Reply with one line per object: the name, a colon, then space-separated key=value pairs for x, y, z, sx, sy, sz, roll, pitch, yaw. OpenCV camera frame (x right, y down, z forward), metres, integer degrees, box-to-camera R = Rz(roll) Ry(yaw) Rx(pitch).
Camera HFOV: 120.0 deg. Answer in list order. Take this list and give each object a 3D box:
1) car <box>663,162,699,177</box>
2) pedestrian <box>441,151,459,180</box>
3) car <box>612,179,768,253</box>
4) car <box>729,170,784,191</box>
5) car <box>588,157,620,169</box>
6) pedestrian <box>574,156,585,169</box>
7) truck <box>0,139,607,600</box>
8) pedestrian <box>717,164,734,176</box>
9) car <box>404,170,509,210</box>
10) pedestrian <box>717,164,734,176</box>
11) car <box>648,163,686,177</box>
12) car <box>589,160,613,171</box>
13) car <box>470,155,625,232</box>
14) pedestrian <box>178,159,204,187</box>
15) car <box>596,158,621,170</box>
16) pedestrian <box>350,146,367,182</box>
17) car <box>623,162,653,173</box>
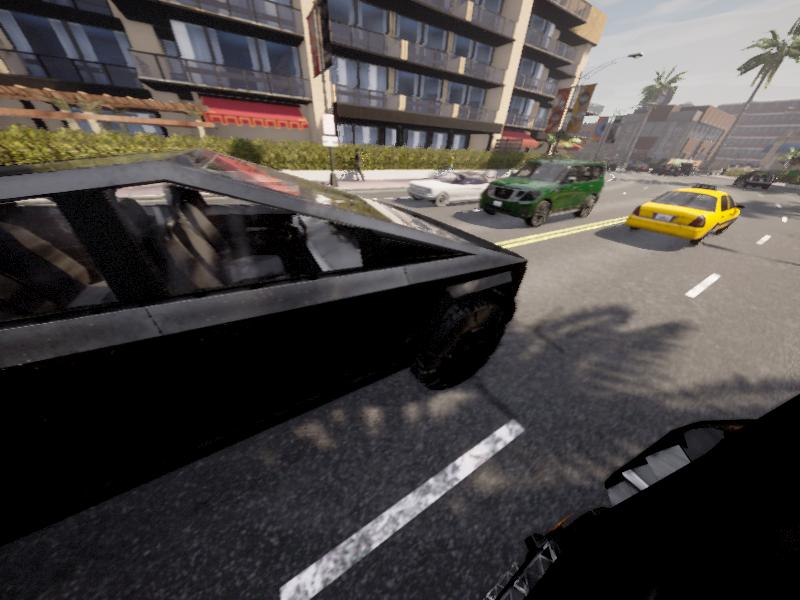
car: x=48.215 y=-22.545 z=39.792 sx=1.905 sy=1.878 sz=3.866 roll=14 pitch=35 yaw=16
pedestrian: x=3.831 y=-10.334 z=17.742 sx=0.751 sy=1.860 sz=0.751 roll=-16 pitch=38 yaw=-26
car: x=10.018 y=-3.099 z=7.942 sx=5.366 sy=1.575 sz=1.801 roll=-16 pitch=38 yaw=-26
car: x=38.464 y=-13.091 z=25.111 sx=1.851 sy=1.617 sz=3.988 roll=25 pitch=40 yaw=30
car: x=47.803 y=-32.294 z=54.245 sx=2.150 sy=2.045 sz=5.566 roll=0 pitch=34 yaw=-5
pedestrian: x=31.953 y=-24.474 z=41.131 sx=0.751 sy=1.860 sz=0.751 roll=19 pitch=37 yaw=22
truck: x=-1.766 y=0.054 z=1.832 sx=6.274 sy=2.098 sz=2.390 roll=-16 pitch=38 yaw=-26
pedestrian: x=57.998 y=-23.160 z=41.183 sx=0.751 sy=1.860 sz=0.751 roll=-5 pitch=34 yaw=-12
car: x=2.708 y=-5.395 z=11.075 sx=4.718 sy=1.301 sz=1.895 roll=-16 pitch=38 yaw=-26
pedestrian: x=58.568 y=-23.410 z=41.601 sx=0.751 sy=1.860 sz=0.751 roll=4 pitch=34 yaw=2
car: x=43.541 y=-21.321 z=37.793 sx=2.242 sy=1.667 sz=4.611 roll=16 pitch=36 yaw=18
car: x=39.858 y=-26.783 z=45.902 sx=1.970 sy=1.475 sz=3.806 roll=9 pitch=34 yaw=9
car: x=5.747 y=-4.324 z=9.028 sx=5.566 sy=2.045 sz=2.150 roll=-17 pitch=38 yaw=-27
pedestrian: x=-9.652 y=-5.891 z=10.717 sx=0.500 sy=1.100 sz=0.500 roll=-14 pitch=37 yaw=-24
car: x=44.051 y=-28.849 z=48.940 sx=1.905 sy=1.878 sz=3.866 roll=7 pitch=34 yaw=6
pedestrian: x=-2.561 y=-8.363 z=14.289 sx=0.751 sy=1.860 sz=0.751 roll=-11 pitch=36 yaw=-20
car: x=46.868 y=-26.175 z=45.582 sx=1.994 sy=1.385 sz=4.181 roll=7 pitch=34 yaw=6
